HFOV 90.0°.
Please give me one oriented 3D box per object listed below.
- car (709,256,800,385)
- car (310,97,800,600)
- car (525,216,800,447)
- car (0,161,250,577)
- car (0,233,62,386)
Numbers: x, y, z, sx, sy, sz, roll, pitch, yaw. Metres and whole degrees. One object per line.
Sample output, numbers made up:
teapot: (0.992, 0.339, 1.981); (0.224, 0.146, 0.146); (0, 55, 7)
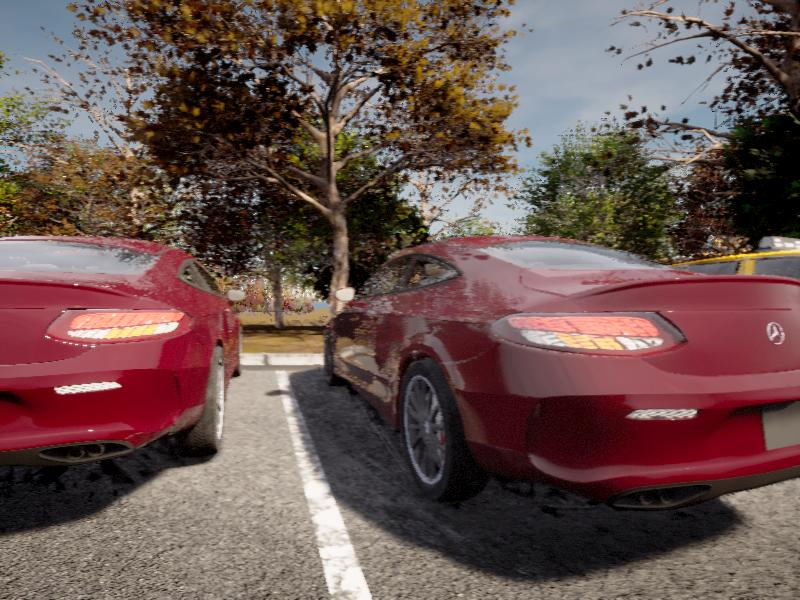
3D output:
car: (6.379, 0.229, 3.683); (1.946, 1.575, 5.366); (0, -1, -20)
car: (0.521, 0.269, 3.490); (2.002, 1.452, 4.674); (0, -1, -20)
car: (3.551, 0.224, 3.321); (1.946, 1.575, 5.366); (1, -1, -20)
car: (-2.440, 0.268, 3.506); (2.002, 1.452, 4.674); (0, -1, -19)
car: (-5.393, 0.101, 3.517); (2.185, 1.767, 4.553); (0, -1, -19)
